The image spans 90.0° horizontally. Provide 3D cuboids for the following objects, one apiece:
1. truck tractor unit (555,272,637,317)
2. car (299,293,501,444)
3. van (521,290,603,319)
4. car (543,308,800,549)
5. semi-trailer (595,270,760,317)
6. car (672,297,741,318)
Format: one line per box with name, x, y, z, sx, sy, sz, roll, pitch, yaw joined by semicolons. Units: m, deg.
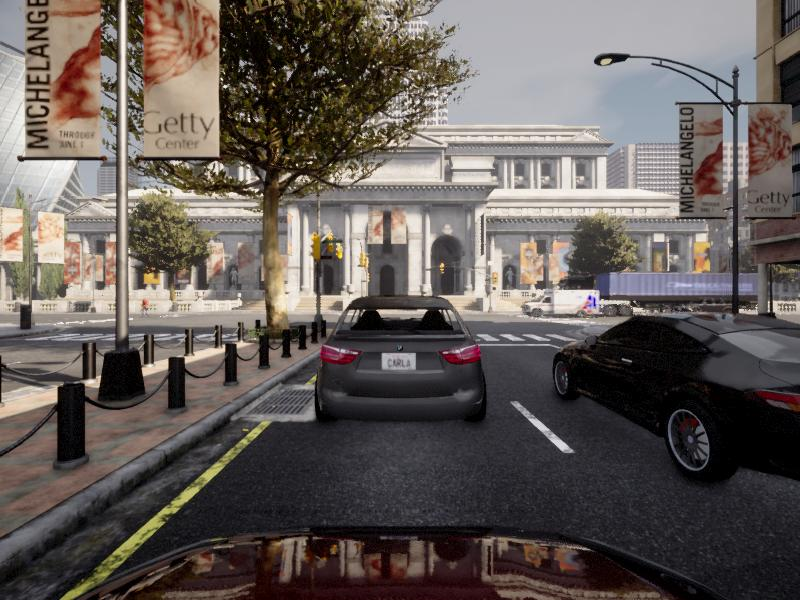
truck tractor unit;19.014;-0.520;39.148;6.516;4.208;3.053;0;0;0
car;0.019;0.756;6.742;2.242;1.667;4.611;0;0;0
van;14.313;0.377;35.659;6.366;2.431;2.351;0;0;0
car;3.472;0.870;4.859;1.812;1.442;4.674;0;0;0
semi-trailer;26.925;-0.618;39.149;14.254;4.402;2.717;0;0;0
car;27.180;0.654;35.585;4.605;1.855;1.932;0;0;0
